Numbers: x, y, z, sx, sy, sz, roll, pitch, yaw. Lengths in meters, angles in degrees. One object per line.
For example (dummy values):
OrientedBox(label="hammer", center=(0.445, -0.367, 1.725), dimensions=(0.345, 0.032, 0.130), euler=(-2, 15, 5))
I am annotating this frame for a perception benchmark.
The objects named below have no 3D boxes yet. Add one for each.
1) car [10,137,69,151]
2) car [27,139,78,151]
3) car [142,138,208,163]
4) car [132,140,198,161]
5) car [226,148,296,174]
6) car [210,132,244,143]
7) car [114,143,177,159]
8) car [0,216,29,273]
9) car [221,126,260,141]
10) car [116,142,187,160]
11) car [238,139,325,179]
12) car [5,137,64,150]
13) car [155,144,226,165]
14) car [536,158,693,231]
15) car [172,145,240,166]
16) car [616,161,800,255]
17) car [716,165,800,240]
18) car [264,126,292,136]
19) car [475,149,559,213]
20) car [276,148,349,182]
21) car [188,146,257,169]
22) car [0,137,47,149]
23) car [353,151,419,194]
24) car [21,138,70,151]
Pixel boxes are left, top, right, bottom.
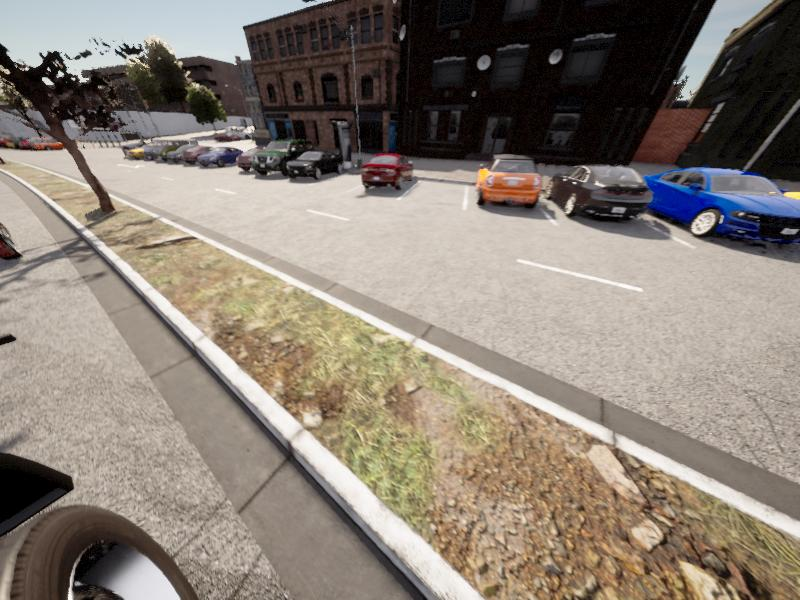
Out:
OrientedBox(label="car", center=(-69.863, -30.455, 44.992), dimensions=(2.435, 2.045, 5.566), euler=(4, 35, 4))
OrientedBox(label="car", center=(-64.442, -28.822, 42.957), dimensions=(2.185, 1.767, 4.553), euler=(3, 35, 4))
OrientedBox(label="car", center=(-23.383, -15.824, 24.352), dimensions=(1.878, 1.987, 4.442), euler=(7, 35, 8))
OrientedBox(label="car", center=(-25.948, -16.731, 25.790), dimensions=(2.185, 1.767, 4.553), euler=(7, 35, 8))
OrientedBox(label="car", center=(-10.561, -11.004, 18.097), dimensions=(2.002, 1.452, 4.674), euler=(8, 35, 10))
OrientedBox(label="car", center=(-32.312, -30.482, 43.215), dimensions=(4.674, 1.452, 2.002), euler=(4, 41, 4))
OrientedBox(label="car", center=(-31.035, -18.444, 28.453), dimensions=(2.163, 1.488, 4.792), euler=(6, 35, 8))
OrientedBox(label="car", center=(-10.092, -1.472, 4.721), dimensions=(4.181, 1.385, 1.994), euler=(21, 40, 27))
OrientedBox(label="car", center=(-31.000, -32.502, 45.083), dimensions=(5.566, 2.045, 2.435), euler=(4, 41, 4))
OrientedBox(label="car", center=(-28.589, -17.406, 26.933), dimensions=(1.946, 1.575, 5.366), euler=(7, 35, 8))
OrientedBox(label="car", center=(-8.020, -10.268, 16.571), dimensions=(2.435, 2.045, 5.566), euler=(8, 35, 10))
OrientedBox(label="car", center=(-72.589, -31.241, 46.076), dimensions=(2.435, 2.045, 5.566), euler=(3, 35, 4))
OrientedBox(label="car", center=(-20.782, -14.790, 23.305), dimensions=(2.231, 1.521, 4.892), euler=(7, 35, 9))
OrientedBox(label="car", center=(6.963, -4.133, 8.450), dimensions=(2.231, 1.521, 4.892), euler=(9, 35, 12))
OrientedBox(label="car", center=(-18.219, -13.829, 22.032), dimensions=(2.002, 1.452, 4.674), euler=(7, 35, 9))
OrientedBox(label="car", center=(9.441, -3.129, 7.047), dimensions=(2.097, 1.535, 5.008), euler=(10, 36, 12))
OrientedBox(label="car", center=(11.932, -2.209, 5.765), dimensions=(1.946, 1.575, 5.366), euler=(9, 35, 12))
OrientedBox(label="car", center=(-27.163, -37.710, 51.420), dimensions=(4.892, 1.521, 2.231), euler=(4, 41, 4))
OrientedBox(label="car", center=(4.484, -5.241, 9.777), dimensions=(2.185, 1.767, 4.553), euler=(9, 35, 12))
OrientedBox(label="car", center=(-5.493, -9.112, 15.391), dimensions=(2.097, 1.535, 5.008), euler=(8, 35, 10))
OrientedBox(label="car", center=(-15.650, -12.898, 20.736), dimensions=(2.002, 1.452, 4.674), euler=(8, 35, 9))
OrientedBox(label="car", center=(-80.759, -33.478, 49.157), dimensions=(2.435, 2.045, 5.566), euler=(3, 35, 4))
OrientedBox(label="car", center=(-0.487, -7.145, 12.649), dimensions=(2.097, 1.535, 5.008), euler=(8, 35, 11))
OrientedBox(label="car", center=(-67.155, -29.626, 43.890), dimensions=(1.878, 1.987, 4.442), euler=(4, 35, 4))
